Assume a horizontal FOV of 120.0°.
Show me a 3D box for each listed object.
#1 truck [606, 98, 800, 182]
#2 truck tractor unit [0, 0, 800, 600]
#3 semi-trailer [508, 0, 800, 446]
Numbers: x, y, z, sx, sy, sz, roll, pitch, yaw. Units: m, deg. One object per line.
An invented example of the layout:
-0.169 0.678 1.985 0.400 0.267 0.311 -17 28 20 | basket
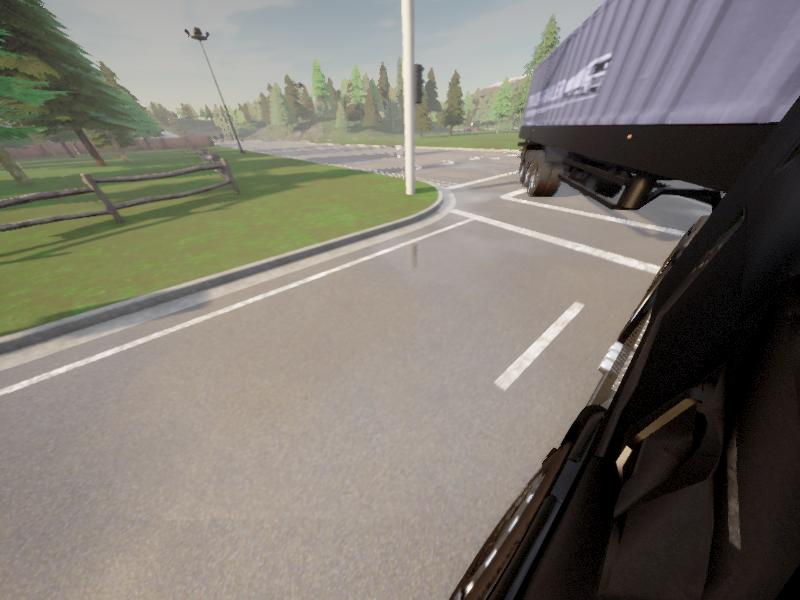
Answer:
13.341 -7.127 10.329 2.627 2.467 5.204 -29 43 -30 | truck
2.645 -0.295 0.352 6.516 4.208 3.053 -28 44 -30 | truck tractor unit
5.601 -4.679 5.872 2.717 4.402 14.254 8 38 12 | semi-trailer
